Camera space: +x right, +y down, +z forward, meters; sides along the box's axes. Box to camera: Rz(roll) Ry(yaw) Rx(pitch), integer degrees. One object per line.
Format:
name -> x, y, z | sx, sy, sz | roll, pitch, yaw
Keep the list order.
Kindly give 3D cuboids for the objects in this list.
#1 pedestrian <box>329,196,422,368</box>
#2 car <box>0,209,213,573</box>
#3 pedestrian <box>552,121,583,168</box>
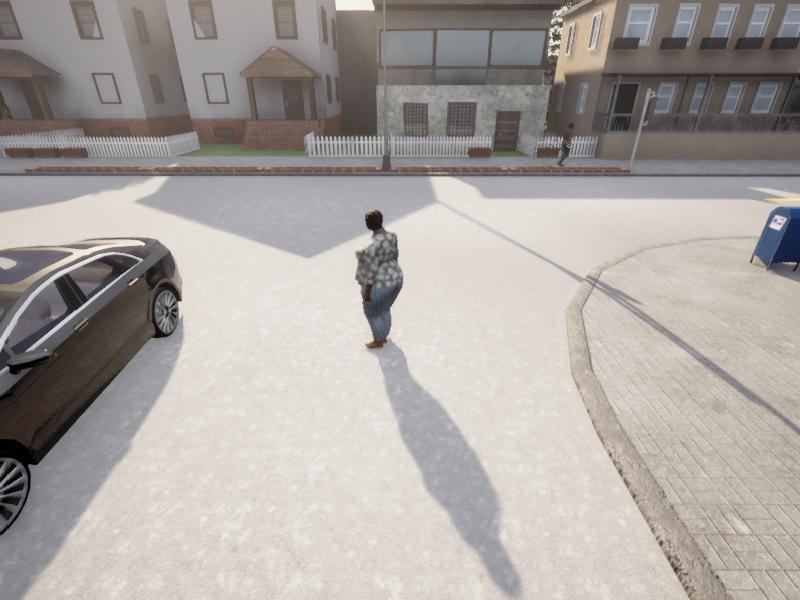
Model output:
pedestrian -> -0.271, -0.229, 4.969 | 0.751, 1.860, 0.751 | 21, 34, 34
car -> -4.013, 0.475, 4.035 | 2.128, 1.511, 4.902 | -2, 27, -3
pedestrian -> 7.338, -6.853, 17.622 | 0.751, 1.860, 0.751 | 0, 27, 1
